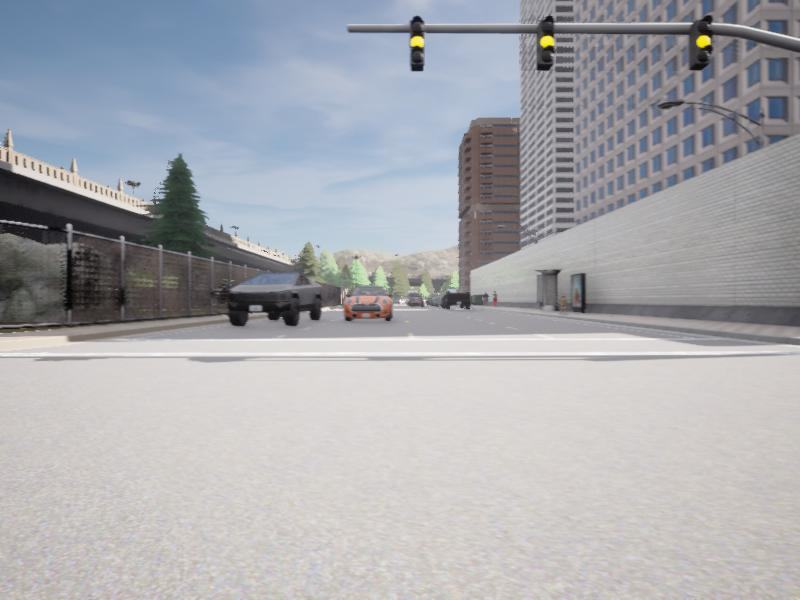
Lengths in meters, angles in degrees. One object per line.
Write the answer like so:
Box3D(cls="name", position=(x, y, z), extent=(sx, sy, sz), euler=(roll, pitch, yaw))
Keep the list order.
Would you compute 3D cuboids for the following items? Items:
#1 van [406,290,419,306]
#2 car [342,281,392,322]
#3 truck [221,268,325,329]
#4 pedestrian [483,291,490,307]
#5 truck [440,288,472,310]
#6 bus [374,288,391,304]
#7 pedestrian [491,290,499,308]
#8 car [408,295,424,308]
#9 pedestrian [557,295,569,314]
Box3D(cls="van", position=(2.131, -0.286, 69.047), extent=(1.988, 2.561, 5.915), euler=(0, 0, 0))
Box3D(cls="car", position=(-1.463, 0.084, 19.538), extent=(2.097, 1.767, 4.553), euler=(0, 0, 0))
Box3D(cls="truck", position=(-4.968, -0.064, 16.902), extent=(2.390, 2.098, 6.274), euler=(0, 0, 0))
Box3D(cls="pedestrian", position=(10.171, -0.129, 47.307), extent=(0.751, 1.860, 0.751), euler=(0, 0, 7))
Box3D(cls="truck", position=(5.575, -0.069, 40.760), extent=(2.390, 2.098, 6.274), euler=(0, 0, 0))
Box3D(cls="bus", position=(-4.679, -1.090, 108.718), extent=(3.944, 4.253, 10.273), euler=(0, 0, 0))
Box3D(cls="pedestrian", position=(10.127, -0.132, 42.578), extent=(0.751, 1.860, 0.751), euler=(0, 0, 13))
Box3D(cls="car", position=(2.092, 0.181, 53.500), extent=(2.033, 1.649, 4.856), euler=(0, 0, 0))
Box3D(cls="pedestrian", position=(9.412, 0.238, 23.097), extent=(0.500, 1.100, 0.500), euler=(0, 0, -2))
